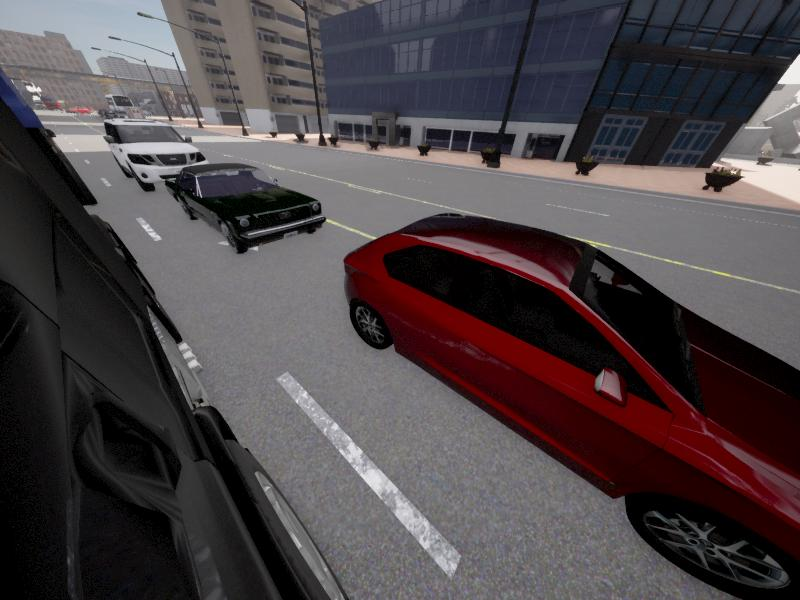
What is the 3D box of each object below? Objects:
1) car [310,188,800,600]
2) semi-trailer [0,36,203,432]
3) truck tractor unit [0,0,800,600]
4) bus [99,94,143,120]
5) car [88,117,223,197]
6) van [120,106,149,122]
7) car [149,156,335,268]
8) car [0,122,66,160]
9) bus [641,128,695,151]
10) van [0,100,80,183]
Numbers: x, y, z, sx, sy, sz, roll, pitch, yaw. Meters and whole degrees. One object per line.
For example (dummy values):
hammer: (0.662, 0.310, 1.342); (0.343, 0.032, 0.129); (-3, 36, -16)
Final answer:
car: (1.278, 0.188, 2.244); (4.193, 1.474, 1.816); (28, 44, 30)
semi-trailer: (-8.754, -3.566, 4.172); (14.254, 4.402, 2.717); (27, 43, 29)
truck tractor unit: (-2.645, -0.295, 0.352); (6.516, 4.208, 3.053); (28, 44, 30)
bus: (-66.092, -45.761, 54.697); (10.273, 4.253, 3.944); (29, 44, 29)
car: (-9.755, -5.873, 9.176); (5.566, 2.045, 2.150); (28, 44, 30)
van: (-57.662, -40.372, 50.135); (6.366, 2.431, 2.351); (29, 44, 28)
car: (-3.915, -2.477, 5.627); (4.718, 1.301, 1.895); (28, 44, 30)
car: (-22.276, -9.523, 13.725); (4.902, 1.511, 2.128); (28, 44, 30)
bus: (66.530, -39.870, 57.387); (10.273, 4.253, 3.944); (-12, 40, -19)
van: (-16.569, -6.882, 9.791); (6.366, 2.431, 2.351); (28, 43, 30)
